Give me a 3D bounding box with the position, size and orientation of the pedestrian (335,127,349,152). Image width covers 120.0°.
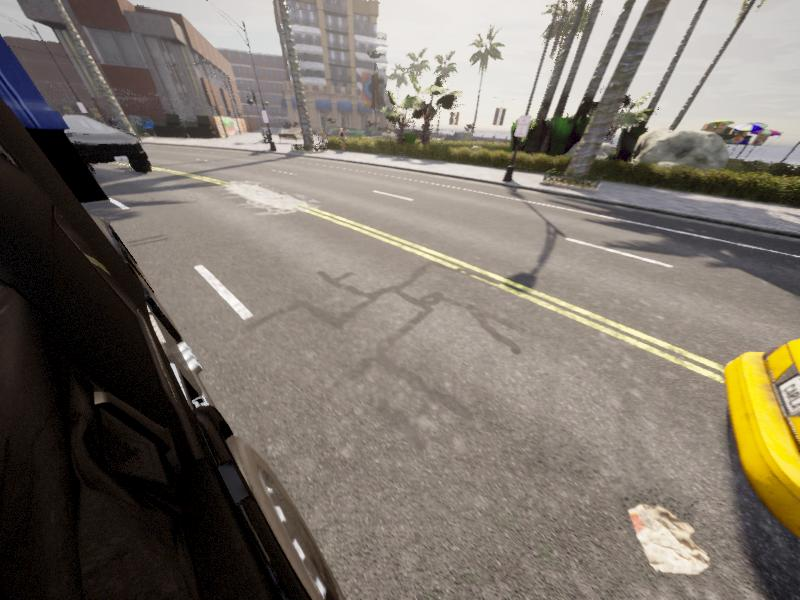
[{"bbox_3d":[-5.268,-14.617,21.086,0.751,1.860,0.751,31,45,32],"label":"pedestrian"}]

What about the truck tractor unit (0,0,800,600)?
[{"bbox_3d":[-2.645,-0.295,0.351,6.516,4.208,3.053,28,44,30],"label":"truck tractor unit"}]

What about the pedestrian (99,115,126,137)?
[{"bbox_3d":[-30.190,-18.277,24.296,0.751,1.860,0.751,-3,37,-8],"label":"pedestrian"}]

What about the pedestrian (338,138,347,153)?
[{"bbox_3d":[-5.088,-13.727,20.540,0.500,1.100,0.500,29,44,30],"label":"pedestrian"}]

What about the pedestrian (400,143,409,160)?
[{"bbox_3d":[0.376,-11.855,18.401,0.500,1.100,0.500,24,41,25],"label":"pedestrian"}]

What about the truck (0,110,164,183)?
[{"bbox_3d":[-14.332,-6.797,10.063,6.274,2.098,2.390,14,38,15],"label":"truck"}]

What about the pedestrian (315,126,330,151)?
[{"bbox_3d":[-7.194,-15.074,21.568,0.751,1.860,0.751,15,38,16],"label":"pedestrian"}]

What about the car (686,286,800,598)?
[{"bbox_3d":[4.662,1.801,0.251,5.366,1.575,1.801,32,46,33],"label":"car"}]

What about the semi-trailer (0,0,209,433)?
[{"bbox_3d":[-9.166,-3.241,3.698,14.254,4.402,2.717,22,41,24],"label":"semi-trailer"}]
